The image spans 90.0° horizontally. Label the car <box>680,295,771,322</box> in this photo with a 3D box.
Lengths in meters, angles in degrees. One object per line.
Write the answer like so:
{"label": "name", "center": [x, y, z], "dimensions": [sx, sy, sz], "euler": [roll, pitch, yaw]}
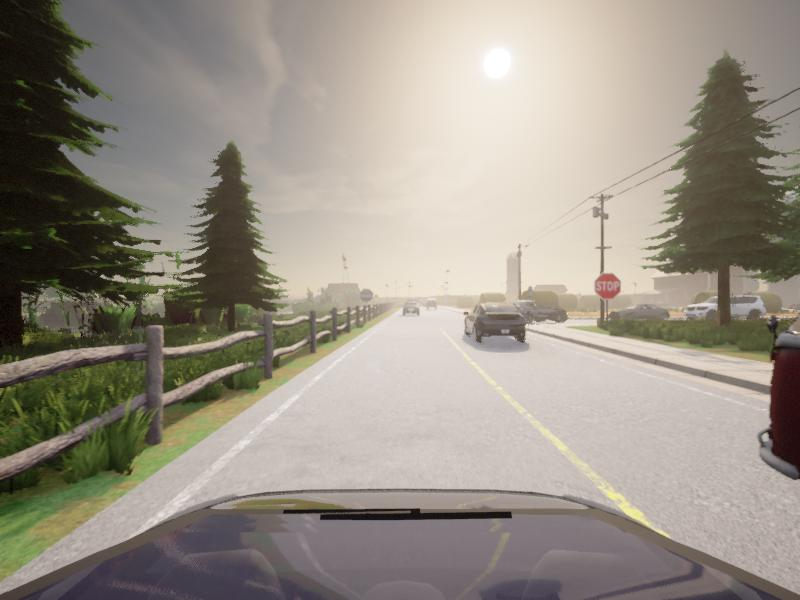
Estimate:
{"label": "car", "center": [26.009, 0.667, 32.082], "dimensions": [5.566, 2.045, 2.150], "euler": [-1, 0, -1]}

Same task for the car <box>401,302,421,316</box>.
{"label": "car", "center": [1.248, 0.933, 44.367], "dimensions": [2.128, 1.511, 4.902], "euler": [0, 0, 2]}

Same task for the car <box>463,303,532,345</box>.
{"label": "car", "center": [3.834, 0.877, 16.667], "dimensions": [1.837, 1.490, 4.892], "euler": [0, 0, 2]}

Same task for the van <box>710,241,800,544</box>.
{"label": "van", "center": [3.504, 0.601, 1.165], "dimensions": [1.775, 1.987, 4.442], "euler": [0, 0, 0]}

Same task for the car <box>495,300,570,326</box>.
{"label": "car", "center": [9.287, 0.871, 27.992], "dimensions": [5.027, 1.651, 2.152], "euler": [0, -1, -29]}

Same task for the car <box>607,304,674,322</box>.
{"label": "car", "center": [19.126, 1.011, 31.988], "dimensions": [4.181, 1.385, 1.994], "euler": [0, 0, -2]}

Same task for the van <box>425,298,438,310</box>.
{"label": "van", "center": [5.723, 0.737, 72.865], "dimensions": [2.069, 2.038, 4.480], "euler": [0, 0, 2]}
